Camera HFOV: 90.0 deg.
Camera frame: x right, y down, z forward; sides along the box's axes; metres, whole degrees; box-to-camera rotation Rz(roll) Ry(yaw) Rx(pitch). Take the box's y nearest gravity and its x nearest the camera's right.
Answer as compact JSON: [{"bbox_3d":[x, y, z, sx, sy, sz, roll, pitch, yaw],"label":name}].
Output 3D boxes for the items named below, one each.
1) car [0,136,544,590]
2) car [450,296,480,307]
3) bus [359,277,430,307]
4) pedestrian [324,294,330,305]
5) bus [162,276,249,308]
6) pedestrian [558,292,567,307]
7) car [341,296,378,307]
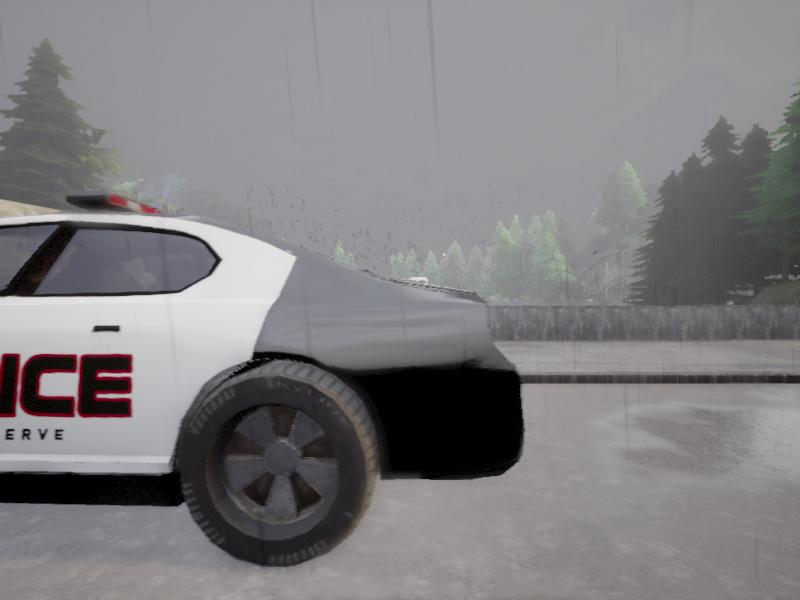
[{"bbox_3d":[-1.946,0.227,2.502,4.974,1.542,2.038,0,0,3],"label":"car"},{"bbox_3d":[9.106,0.244,56.203,3.806,1.475,1.970,0,0,0],"label":"car"},{"bbox_3d":[-0.827,-1.136,60.104,10.273,4.253,3.944,-1,0,0],"label":"bus"},{"bbox_3d":[-12.003,-0.051,65.484,0.751,1.860,0.751,0,0,5],"label":"pedestrian"},{"bbox_3d":[-27.243,-1.096,56.402,10.273,4.253,3.944,0,0,0],"label":"bus"},{"bbox_3d":[20.661,-0.090,50.915,0.751,1.860,0.751,0,0,0],"label":"pedestrian"},{"bbox_3d":[-5.641,0.250,56.235,4.892,1.490,1.837,1,0,0],"label":"car"}]
